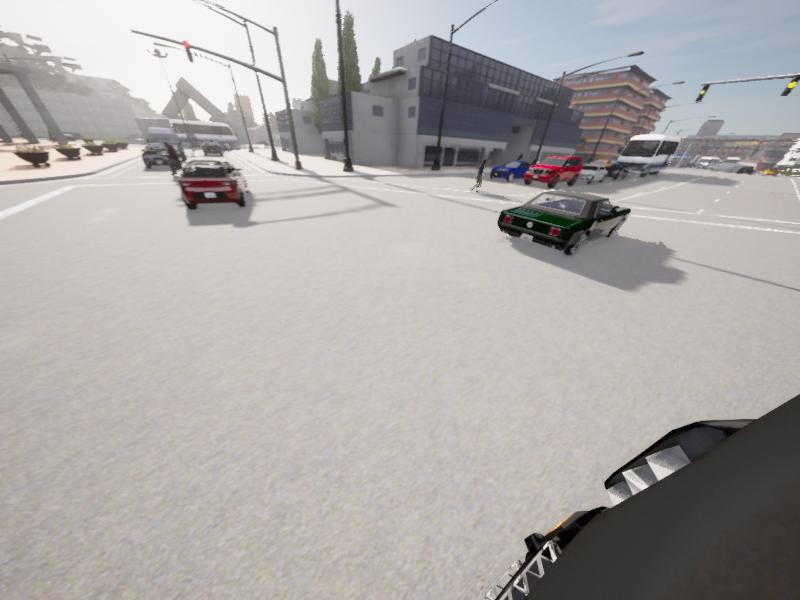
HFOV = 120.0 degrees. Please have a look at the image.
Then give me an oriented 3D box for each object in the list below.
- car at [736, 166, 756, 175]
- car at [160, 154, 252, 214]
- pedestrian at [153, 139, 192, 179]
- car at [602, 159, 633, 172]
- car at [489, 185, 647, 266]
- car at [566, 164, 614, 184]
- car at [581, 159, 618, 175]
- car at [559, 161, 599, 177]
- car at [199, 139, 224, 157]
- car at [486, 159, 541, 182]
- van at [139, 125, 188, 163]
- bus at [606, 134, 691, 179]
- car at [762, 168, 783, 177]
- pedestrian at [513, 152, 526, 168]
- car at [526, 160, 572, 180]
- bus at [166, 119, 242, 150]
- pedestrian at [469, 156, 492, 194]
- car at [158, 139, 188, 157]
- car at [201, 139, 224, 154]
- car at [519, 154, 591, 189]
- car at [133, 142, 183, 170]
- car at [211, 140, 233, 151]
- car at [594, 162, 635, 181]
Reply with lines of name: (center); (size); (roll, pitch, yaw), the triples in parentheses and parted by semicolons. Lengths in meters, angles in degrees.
car: (75.219, -28.191, 50.207); (5.008, 1.535, 1.882); (-19, 40, -31)
car: (-7.146, -4.695, 9.041); (1.816, 1.474, 4.193); (-13, 37, -23)
pedestrian: (-12.667, -7.885, 12.937); (0.751, 1.860, 0.751); (-12, 36, -21)
car: (32.111, -19.904, 34.112); (4.674, 1.442, 1.812); (-21, 41, -29)
car: (5.083, -2.492, 6.897); (4.718, 1.301, 1.895); (-20, 40, -30)
car: (18.216, -12.142, 22.127); (4.674, 1.442, 1.812); (-21, 40, -30)
car: (26.620, -17.802, 30.763); (5.008, 1.535, 1.882); (-21, 41, -29)
car: (21.459, -15.748, 27.671); (4.181, 1.385, 1.994); (-20, 40, -29)
car: (-24.294, -19.641, 29.794); (1.930, 1.638, 5.238); (-19, 40, -30)
car: (10.227, -11.660, 20.746); (5.008, 1.535, 1.882); (-20, 40, -30)
van: (-21.901, -14.654, 21.721); (1.988, 2.561, 5.915); (-19, 40, -30)
bus: (31.510, -18.269, 29.257); (10.273, 4.253, 3.944); (-21, 41, -29)
car: (82.066, -28.178, 50.951); (5.008, 1.535, 1.882); (-19, 40, -31)
pedestrian: (16.325, -19.053, 31.478); (0.751, 1.860, 0.751); (-14, 37, -24)
car: (15.496, -13.566, 24.010); (4.892, 1.490, 1.837); (-20, 40, -30)
bus: (-37.916, -32.440, 45.460); (10.273, 4.253, 3.944); (-17, 39, -27)
pedestrian: (4.648, -7.261, 13.441); (0.751, 1.860, 0.751); (17, 36, 19)
car: (-25.838, -17.402, 26.414); (1.845, 1.501, 3.633); (-20, 40, -31)
car: (-27.964, -23.109, 34.678); (1.930, 1.638, 5.238); (-16, 38, -26)
car: (12.296, -10.217, 18.296); (5.566, 2.045, 2.150); (-20, 40, -30)
car: (-17.622, -10.649, 17.044); (1.816, 1.474, 4.193); (-19, 40, -30)
car: (-30.781, -26.799, 40.116); (1.816, 1.474, 4.193); (-8, 35, -17)
car: (23.554, -14.163, 25.376); (4.193, 1.474, 1.816); (-21, 40, -30)
